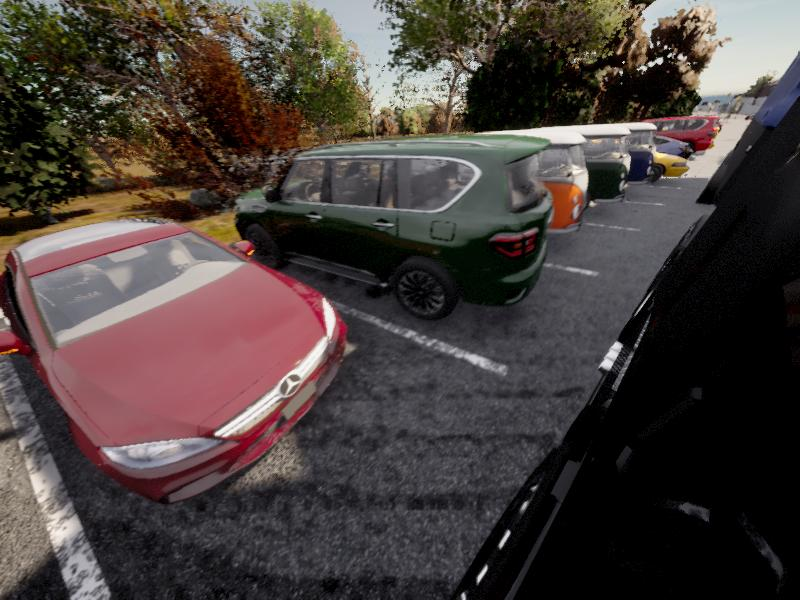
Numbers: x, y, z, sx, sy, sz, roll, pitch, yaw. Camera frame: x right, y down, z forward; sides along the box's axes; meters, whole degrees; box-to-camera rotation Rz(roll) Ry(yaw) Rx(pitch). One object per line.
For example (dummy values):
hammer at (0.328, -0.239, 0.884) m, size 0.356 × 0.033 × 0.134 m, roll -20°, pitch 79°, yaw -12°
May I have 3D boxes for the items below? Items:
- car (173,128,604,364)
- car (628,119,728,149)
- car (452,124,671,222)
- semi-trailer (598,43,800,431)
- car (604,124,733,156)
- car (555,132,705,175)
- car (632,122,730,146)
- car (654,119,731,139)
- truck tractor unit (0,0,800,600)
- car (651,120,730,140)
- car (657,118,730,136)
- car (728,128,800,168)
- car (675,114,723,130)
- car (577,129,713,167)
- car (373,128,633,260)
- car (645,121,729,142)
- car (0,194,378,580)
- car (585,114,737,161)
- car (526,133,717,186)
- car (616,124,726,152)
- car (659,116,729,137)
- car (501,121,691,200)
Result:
car at (-0.573, -1.502, 3.959) m, size 5.566 × 2.045 × 2.435 m, roll 17°, pitch 41°, yaw 25°
car at (22.202, -13.543, 18.870) m, size 4.553 × 1.767 × 2.185 m, roll 17°, pitch 41°, yaw 25°
car at (4.112, -3.873, 6.882) m, size 4.442 × 1.987 × 1.878 m, roll 17°, pitch 41°, yaw 25°
semi-trailer at (8.692, -3.602, 4.243) m, size 14.254 × 4.402 × 2.717 m, roll -28°, pitch 44°, yaw -30°
car at (17.833, -10.964, 15.892) m, size 5.366 × 1.575 × 1.946 m, roll 17°, pitch 41°, yaw 25°
car at (10.825, -7.345, 11.541) m, size 4.792 × 1.488 × 2.163 m, roll 17°, pitch 41°, yaw 25°
car at (24.427, -14.675, 20.458) m, size 5.008 × 1.535 × 2.097 m, roll 17°, pitch 41°, yaw 25°
car at (33.274, -19.653, 26.571) m, size 5.008 × 1.535 × 2.097 m, roll 16°, pitch 41°, yaw 24°
truck tractor unit at (2.645, -0.295, 0.351) m, size 6.516 × 4.208 × 3.053 m, roll -28°, pitch 44°, yaw -30°
car at (31.108, -18.372, 25.040) m, size 4.792 × 1.488 × 2.163 m, roll 16°, pitch 40°, yaw 24°
car at (37.455, -22.234, 29.763) m, size 5.366 × 1.575 × 1.946 m, roll 15°, pitch 40°, yaw 23°
car at (19.435, -8.098, 12.143) m, size 4.181 × 1.385 × 1.994 m, roll -28°, pitch 44°, yaw -30°
car at (52.568, -31.441, 40.764) m, size 4.442 × 1.987 × 1.878 m, roll 13°, pitch 39°, yaw 21°
car at (13.156, -8.548, 13.005) m, size 4.792 × 1.488 × 2.163 m, roll 17°, pitch 41°, yaw 25°
car at (1.835, -2.659, 5.398) m, size 4.442 × 1.987 × 1.878 m, roll 17°, pitch 41°, yaw 25°
car at (28.839, -17.136, 23.527) m, size 4.792 × 1.488 × 2.163 m, roll 16°, pitch 41°, yaw 24°
car at (-2.813, -0.050, 2.642) m, size 4.674 × 1.452 × 2.002 m, roll 17°, pitch 41°, yaw 25°
car at (15.366, -9.999, 14.342) m, size 5.566 × 2.045 × 2.435 m, roll 17°, pitch 41°, yaw 25°
car at (8.737, -6.103, 9.951) m, size 5.366 × 1.575 × 1.946 m, roll 17°, pitch 41°, yaw 25°
car at (19.933, -12.224, 17.457) m, size 4.892 × 1.521 × 2.231 m, roll 17°, pitch 41°, yaw 25°
car at (35.421, -21.030, 28.071) m, size 4.553 × 1.767 × 2.185 m, roll 15°, pitch 40°, yaw 23°
car at (6.390, -5.089, 8.367) m, size 4.442 × 1.987 × 1.878 m, roll 17°, pitch 41°, yaw 25°
